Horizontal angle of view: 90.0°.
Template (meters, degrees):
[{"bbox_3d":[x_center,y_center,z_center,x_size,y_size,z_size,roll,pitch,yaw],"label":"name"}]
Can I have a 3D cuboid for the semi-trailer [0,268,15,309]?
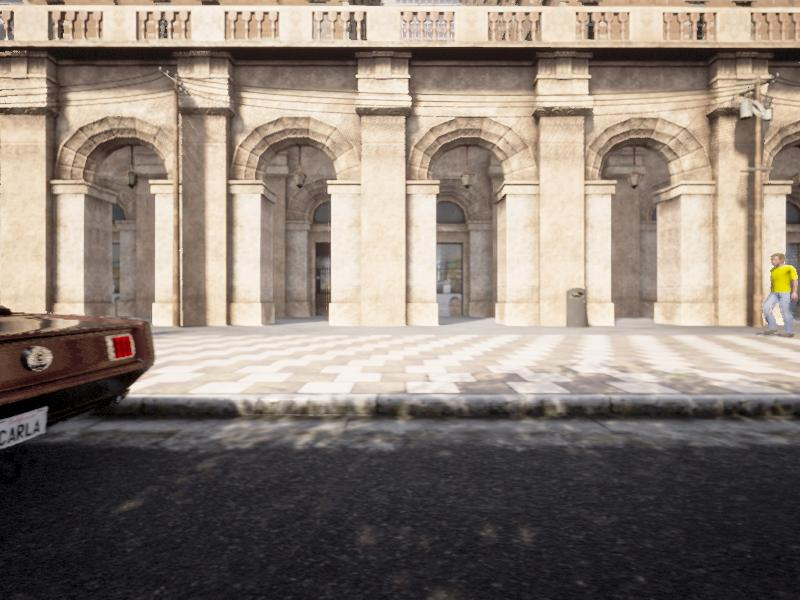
[{"bbox_3d":[-44.665,-1.205,37.818,2.717,4.402,14.254,0,0,0],"label":"semi-trailer"}]

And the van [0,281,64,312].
[{"bbox_3d":[-34.118,-0.268,36.439,1.988,2.561,5.915,0,0,0],"label":"van"}]

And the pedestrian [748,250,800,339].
[{"bbox_3d":[8.269,-0.117,8.686,0.751,1.860,0.751,0,0,1],"label":"pedestrian"}]

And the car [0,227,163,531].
[{"bbox_3d":[-4.075,0.340,1.948,4.718,1.301,1.895,0,0,0],"label":"car"}]
